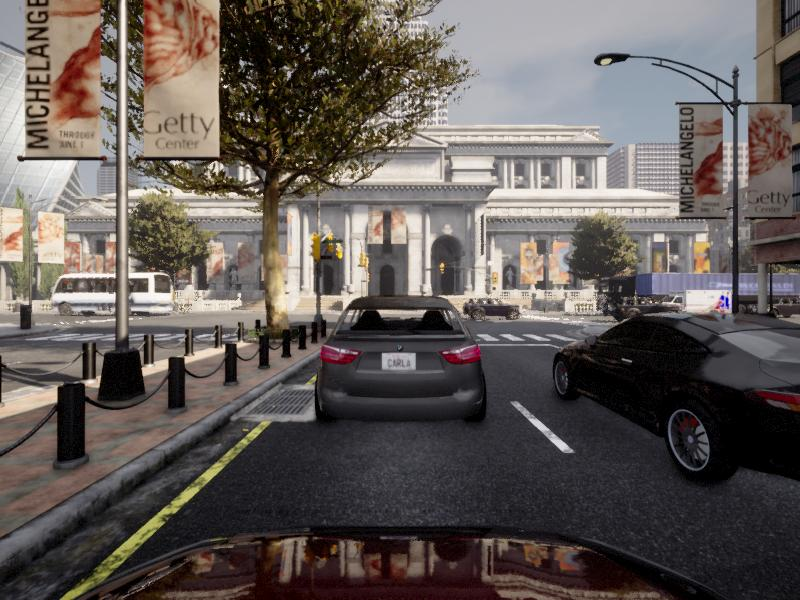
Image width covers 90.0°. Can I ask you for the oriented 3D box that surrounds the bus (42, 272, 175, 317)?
[{"bbox_3d":[-28.354,-0.534,39.377,10.273,4.253,3.944,0,0,0],"label":"bus"}]

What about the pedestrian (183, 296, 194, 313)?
[{"bbox_3d":[-23.617,0.485,44.698,0.751,1.860,0.751,0,0,16],"label":"pedestrian"}]

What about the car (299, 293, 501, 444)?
[{"bbox_3d":[0.019,0.756,6.742,2.242,1.667,4.611,0,0,0],"label":"car"}]

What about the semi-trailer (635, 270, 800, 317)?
[{"bbox_3d":[30.866,-0.618,39.160,14.254,4.402,2.717,0,0,0],"label":"semi-trailer"}]

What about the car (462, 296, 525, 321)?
[{"bbox_3d":[7.439,0.649,32.233,4.605,1.855,1.932,1,0,1],"label":"car"}]

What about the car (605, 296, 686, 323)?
[{"bbox_3d":[17.514,0.651,28.658,4.605,1.855,1.932,0,0,0],"label":"car"}]

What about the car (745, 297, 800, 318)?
[{"bbox_3d":[33.812,0.652,35.536,4.605,1.855,1.932,0,0,0],"label":"car"}]

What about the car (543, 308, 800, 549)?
[{"bbox_3d":[3.472,0.870,4.859,1.812,1.442,4.674,0,0,0],"label":"car"}]

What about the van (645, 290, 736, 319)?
[{"bbox_3d":[25.704,0.378,35.601,6.366,2.431,2.351,0,0,0],"label":"van"}]

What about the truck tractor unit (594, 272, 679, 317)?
[{"bbox_3d":[22.954,-0.515,39.125,6.516,4.208,3.053,0,0,0],"label":"truck tractor unit"}]
